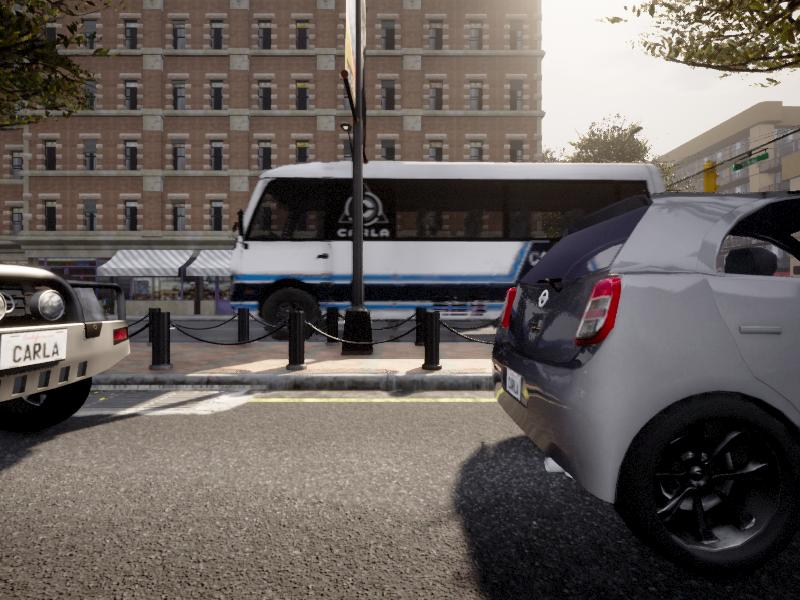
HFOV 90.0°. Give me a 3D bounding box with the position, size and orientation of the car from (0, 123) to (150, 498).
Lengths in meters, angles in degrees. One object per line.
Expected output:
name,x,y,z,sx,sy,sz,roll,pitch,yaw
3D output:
car,-4.281,0.053,2.201,4.605,1.855,1.932,0,0,0

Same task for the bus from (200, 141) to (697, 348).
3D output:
bus,1.011,-1.133,10.239,10.273,4.253,3.944,0,0,-1

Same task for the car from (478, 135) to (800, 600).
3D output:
car,2.425,0.226,2.192,3.633,1.501,1.845,0,0,0

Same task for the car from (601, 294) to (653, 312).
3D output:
car,20.184,0.242,35.853,1.837,1.490,4.892,0,0,0

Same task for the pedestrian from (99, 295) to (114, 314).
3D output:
pedestrian,-16.771,0.267,22.844,0.500,1.100,0.500,0,0,-3

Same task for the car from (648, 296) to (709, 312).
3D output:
car,23.693,0.341,34.300,1.895,1.301,4.718,0,0,0

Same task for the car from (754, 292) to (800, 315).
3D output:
car,27.230,0.221,27.128,2.038,1.542,4.974,0,0,0
